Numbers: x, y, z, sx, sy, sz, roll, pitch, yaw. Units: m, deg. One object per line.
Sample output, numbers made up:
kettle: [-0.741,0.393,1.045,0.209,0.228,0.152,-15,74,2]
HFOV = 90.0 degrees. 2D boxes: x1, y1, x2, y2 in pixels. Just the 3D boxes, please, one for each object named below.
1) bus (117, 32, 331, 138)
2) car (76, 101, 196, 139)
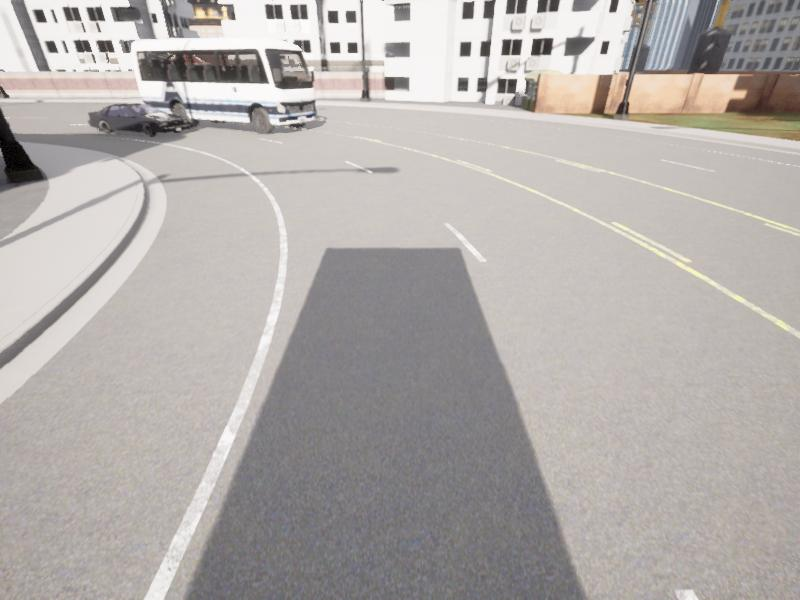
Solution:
bus: [-9.333,-11.619,21.643,10.273,4.253,3.944,13,32,22]
car: [-13.456,-9.280,20.470,5.357,1.411,2.033,11,32,18]
